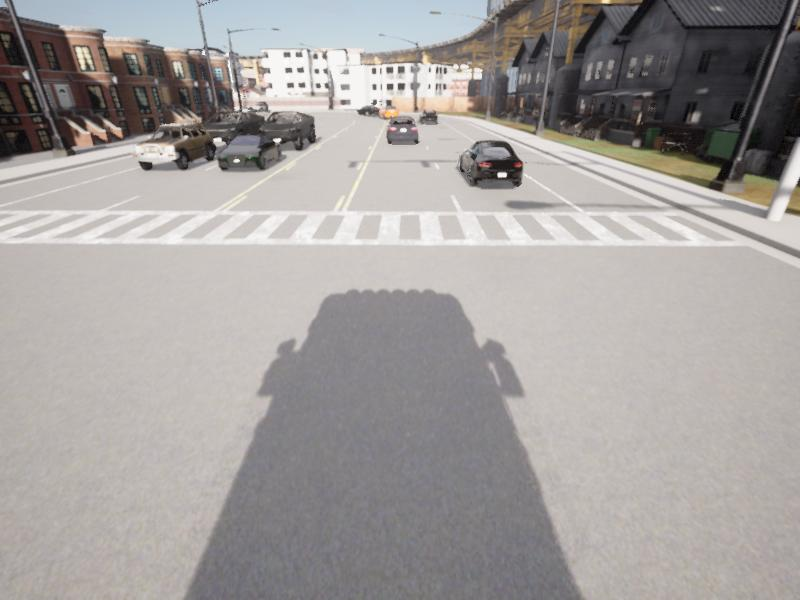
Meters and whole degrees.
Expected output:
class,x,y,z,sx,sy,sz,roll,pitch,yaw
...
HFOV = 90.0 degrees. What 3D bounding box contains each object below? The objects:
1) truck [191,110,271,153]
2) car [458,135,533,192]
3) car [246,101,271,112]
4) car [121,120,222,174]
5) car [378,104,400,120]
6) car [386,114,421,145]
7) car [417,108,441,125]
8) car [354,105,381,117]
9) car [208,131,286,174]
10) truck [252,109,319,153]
class,x,y,z,sx,sy,sz,roll,pitch,yaw
truck,-10.517,-10.964,25.698,2.390,2.098,6.274,0,27,0
car,3.507,-5.459,15.620,1.812,1.442,4.674,0,27,0
car,-27.541,-37.568,77.744,3.866,1.878,1.905,3,27,6
car,-10.512,-7.352,18.921,1.932,1.855,4.605,0,27,0
car,-1.546,-25.460,54.125,2.097,1.767,4.553,-7,28,-12
car,0.168,-12.267,28.621,2.242,1.667,4.611,-1,27,-2
car,3.271,-21.347,46.411,2.128,1.511,4.902,-2,27,-3
car,-5.000,-29.072,61.447,1.882,1.535,5.008,-18,32,-30
car,-7.010,-7.045,18.857,1.994,1.385,4.181,0,27,0
truck,-7.017,-10.894,25.537,2.390,2.098,6.274,0,27,0
